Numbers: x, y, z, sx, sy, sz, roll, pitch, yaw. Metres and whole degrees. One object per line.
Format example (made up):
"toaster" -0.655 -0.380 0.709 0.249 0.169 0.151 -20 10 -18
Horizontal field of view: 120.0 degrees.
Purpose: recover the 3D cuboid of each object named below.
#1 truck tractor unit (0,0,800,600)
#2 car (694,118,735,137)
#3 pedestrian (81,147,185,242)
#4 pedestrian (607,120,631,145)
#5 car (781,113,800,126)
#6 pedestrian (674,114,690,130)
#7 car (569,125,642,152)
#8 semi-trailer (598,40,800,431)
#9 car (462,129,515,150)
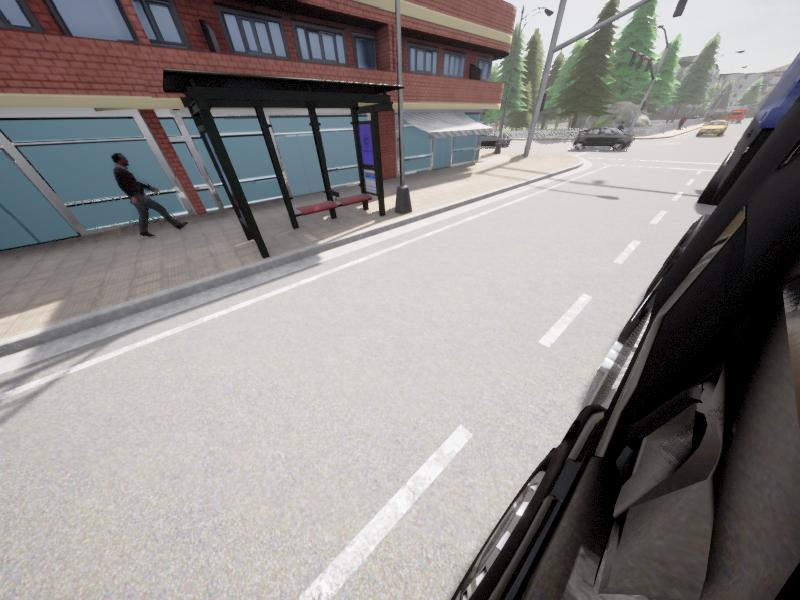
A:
"truck tractor unit" 2.645 -0.295 0.352 6.516 4.208 3.053 -28 44 -30
"car" 35.621 -19.543 26.162 5.366 1.575 1.801 -27 43 -29
"pedestrian" -6.184 -2.494 5.520 0.751 1.860 0.751 -28 44 -30
"pedestrian" 20.073 -15.355 21.205 0.751 1.860 0.751 -28 44 -30
"car" 63.280 -28.830 36.845 5.008 1.535 1.882 -29 44 -30
"pedestrian" 43.405 -27.324 35.532 0.751 1.860 0.751 -28 44 -30
"car" 16.023 -12.679 18.183 1.789 1.549 3.705 -31 45 -32
"semi-trailer" 8.692 -3.612 4.228 14.254 4.402 2.717 -28 44 -30
"car" 8.882 -16.275 23.449 4.514 1.525 2.007 20 42 27
